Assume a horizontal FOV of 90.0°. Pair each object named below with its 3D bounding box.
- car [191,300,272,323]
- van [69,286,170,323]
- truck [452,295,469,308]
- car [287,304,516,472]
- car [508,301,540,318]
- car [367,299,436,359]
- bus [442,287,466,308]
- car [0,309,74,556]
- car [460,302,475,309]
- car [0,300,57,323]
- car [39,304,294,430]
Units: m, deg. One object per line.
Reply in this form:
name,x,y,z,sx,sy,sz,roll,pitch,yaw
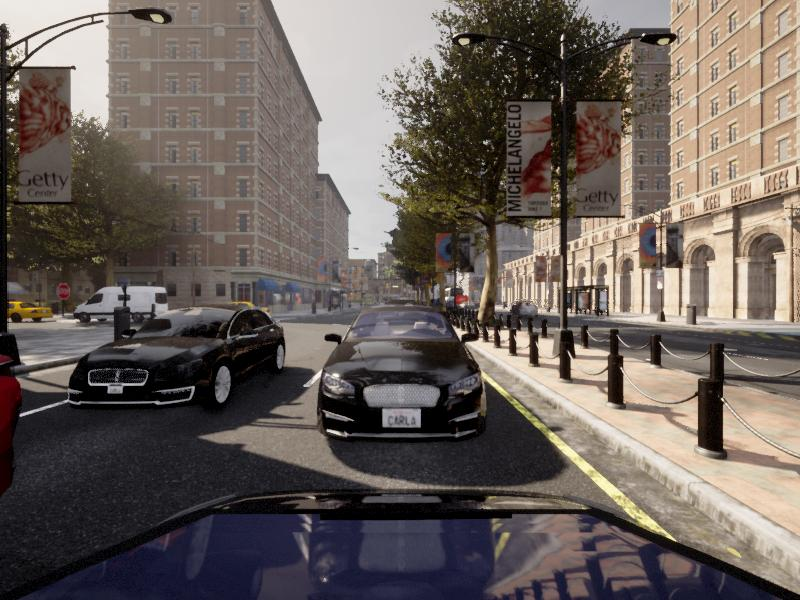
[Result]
car,-12.341,0.801,29.645,5.366,1.575,1.801,0,0,-19
van,-20.213,0.322,29.025,5.915,2.561,1.988,0,0,-2
truck,11.763,0.355,78.047,2.627,2.467,5.204,0,0,0
car,0.023,0.836,6.166,2.128,1.511,4.902,0,0,0
car,11.630,0.827,37.792,1.845,1.501,3.633,0,0,0
car,0.043,0.787,12.805,1.851,1.617,3.988,0,0,0
bus,11.676,-0.538,88.180,3.944,4.253,10.273,0,0,0
car,-3.495,0.828,0.791,2.007,1.525,4.514,0,0,0
car,11.736,0.942,70.013,1.895,1.301,4.718,0,0,0
car,-28.277,0.801,28.894,5.366,1.575,1.801,0,0,-1
car,-3.503,0.845,7.333,1.837,1.490,4.892,0,0,0
